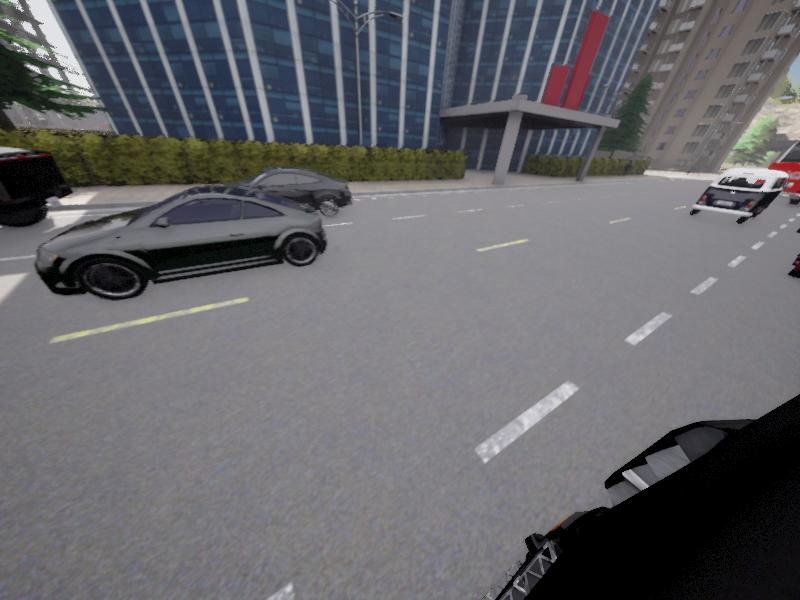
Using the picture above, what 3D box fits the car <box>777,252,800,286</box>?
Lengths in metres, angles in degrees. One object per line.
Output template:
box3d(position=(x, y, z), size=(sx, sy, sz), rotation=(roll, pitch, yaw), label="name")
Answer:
box3d(position=(11.105, -1.055, 5.177), size=(4.181, 1.385, 1.994), rotation=(-15, 38, -25), label="car")

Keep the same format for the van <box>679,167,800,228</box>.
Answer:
box3d(position=(15.859, -4.923, 10.738), size=(4.480, 2.038, 2.069), rotation=(-16, 38, -26), label="van")

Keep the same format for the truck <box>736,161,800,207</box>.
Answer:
box3d(position=(28.131, -8.571, 16.814), size=(5.204, 2.467, 2.627), rotation=(-16, 38, -26), label="truck")

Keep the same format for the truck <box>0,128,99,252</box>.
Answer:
box3d(position=(-10.859, -1.865, 3.941), size=(6.274, 2.098, 2.390), rotation=(-16, 38, -26), label="truck")

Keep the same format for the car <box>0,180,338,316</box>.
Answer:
box3d(position=(-3.621, -1.371, 4.448), size=(4.181, 1.385, 1.994), rotation=(-16, 38, -26), label="car")

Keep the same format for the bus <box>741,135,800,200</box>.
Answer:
box3d(position=(36.419, -11.733, 20.598), size=(10.273, 4.253, 3.944), rotation=(-16, 38, -26), label="bus")

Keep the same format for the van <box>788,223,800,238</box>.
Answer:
box3d(position=(17.989, -3.652, 8.565), size=(5.915, 2.561, 1.988), rotation=(-13, 37, -23), label="van")

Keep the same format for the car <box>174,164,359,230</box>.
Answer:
box3d(position=(-3.921, -3.562, 7.632), size=(4.674, 1.442, 1.812), rotation=(-16, 38, -26), label="car")

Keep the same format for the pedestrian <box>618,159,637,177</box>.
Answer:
box3d(position=(28.005, -16.206, 28.431), size=(0.751, 1.860, 0.751), rotation=(-16, 38, -27), label="pedestrian")

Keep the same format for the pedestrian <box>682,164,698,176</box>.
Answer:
box3d(position=(51.315, -23.001, 40.846), size=(0.751, 1.860, 0.751), rotation=(-11, 36, -21), label="pedestrian")
